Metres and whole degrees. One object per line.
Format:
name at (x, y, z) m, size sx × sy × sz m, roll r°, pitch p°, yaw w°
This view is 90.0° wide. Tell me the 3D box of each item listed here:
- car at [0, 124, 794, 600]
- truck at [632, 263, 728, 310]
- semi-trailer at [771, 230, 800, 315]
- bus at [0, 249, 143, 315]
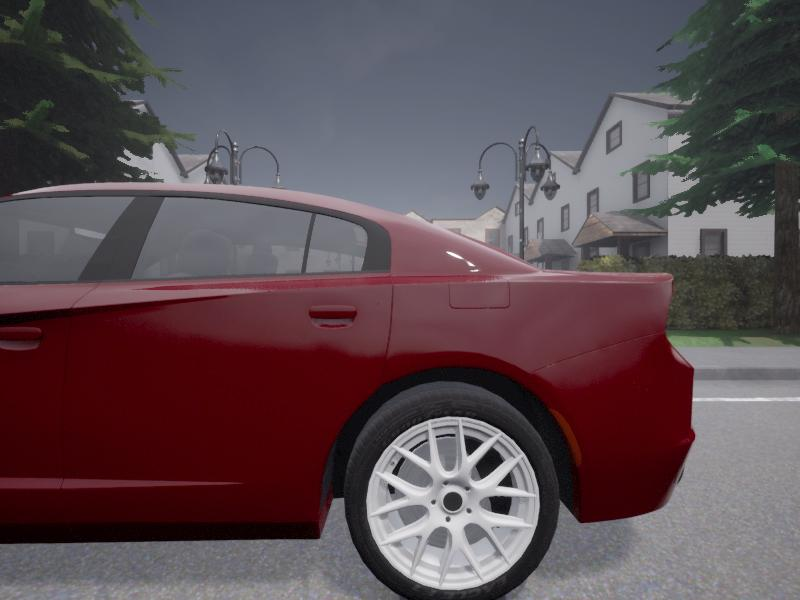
car at (-1.271, 0.223, 2.175) m, size 5.008 × 1.535 × 1.882 m, roll 0°, pitch 0°, yaw -1°
truck at (25.495, -1.112, 37.157) m, size 2.891 × 3.827 × 8.468 m, roll 0°, pitch 0°, yaw -1°
semi-trailer at (22.238, -1.409, 15.238) m, size 2.717 × 4.402 × 14.254 m, roll 0°, pitch 0°, yaw -1°
bus at (-25.154, -1.149, 30.949) m, size 3.944 × 4.253 × 10.273 m, roll 0°, pitch 0°, yaw 0°
